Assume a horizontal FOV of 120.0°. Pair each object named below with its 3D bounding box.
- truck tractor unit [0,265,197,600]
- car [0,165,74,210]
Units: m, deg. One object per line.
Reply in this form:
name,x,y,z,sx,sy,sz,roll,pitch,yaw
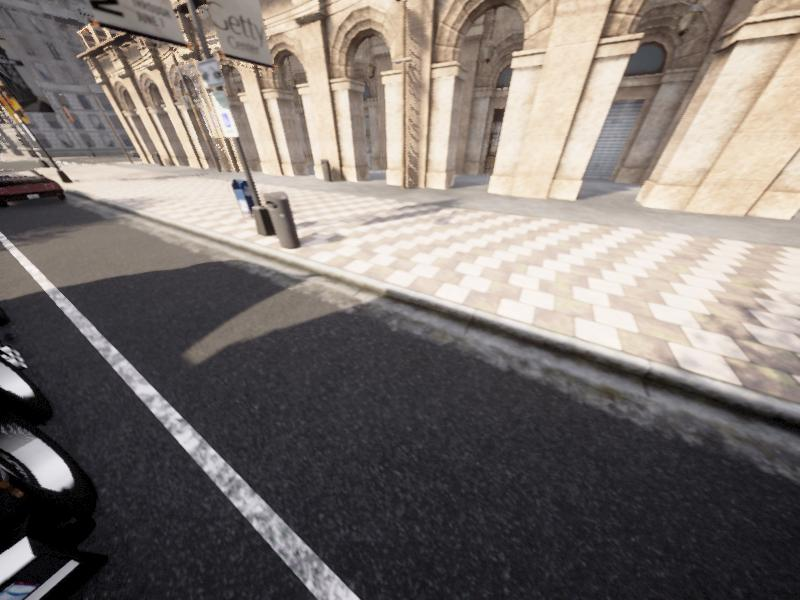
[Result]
truck tractor unit,-5.115,-0.295,0.782,6.516,4.208,3.053,18,39,24
car,-17.722,-5.322,10.701,4.718,1.301,1.895,18,39,24
